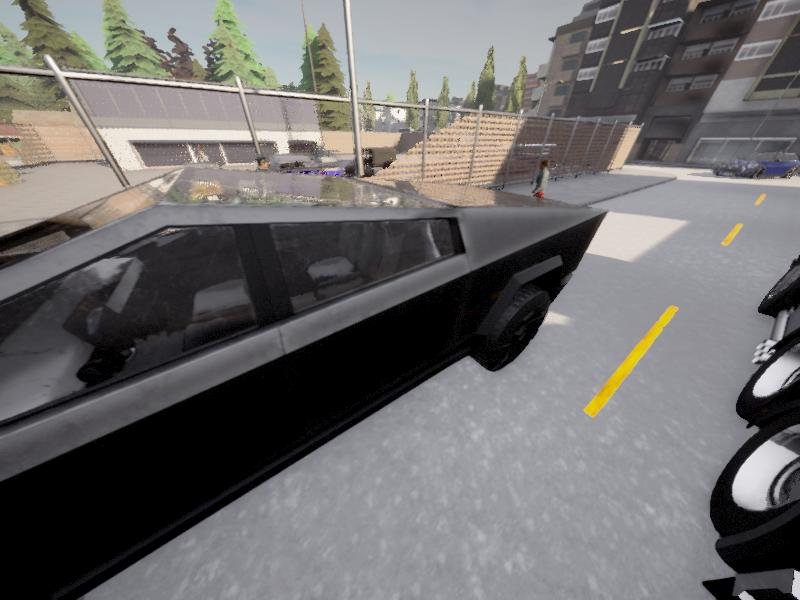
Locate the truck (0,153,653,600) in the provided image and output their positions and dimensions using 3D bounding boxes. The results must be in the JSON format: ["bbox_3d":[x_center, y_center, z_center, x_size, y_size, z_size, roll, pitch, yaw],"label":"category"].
[{"bbox_3d":[-0.891,0.024,2.121,6.274,2.098,2.390,-21,40,-28],"label":"truck"}]

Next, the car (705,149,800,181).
[{"bbox_3d":[25.937,-9.808,16.710,4.553,1.767,2.097,-5,35,-7],"label":"car"}]

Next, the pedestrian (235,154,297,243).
[{"bbox_3d":[-3.188,-2.459,5.654,0.751,1.860,0.751,-14,37,-19],"label":"pedestrian"}]

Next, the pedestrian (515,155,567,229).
[{"bbox_3d":[4.151,-3.232,6.925,0.751,1.860,0.751,16,38,22],"label":"pedestrian"}]

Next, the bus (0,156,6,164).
[{"bbox_3d":[-46.608,-15.771,22.568,10.273,4.253,3.944,10,36,14],"label":"bus"}]

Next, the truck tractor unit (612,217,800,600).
[{"bbox_3d":[5.024,-0.380,0.888,6.516,4.208,3.053,-22,40,-28],"label":"truck tractor unit"}]

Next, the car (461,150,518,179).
[{"bbox_3d":[6.560,-10.064,17.021,3.705,1.547,1.789,-21,40,-28],"label":"car"}]
